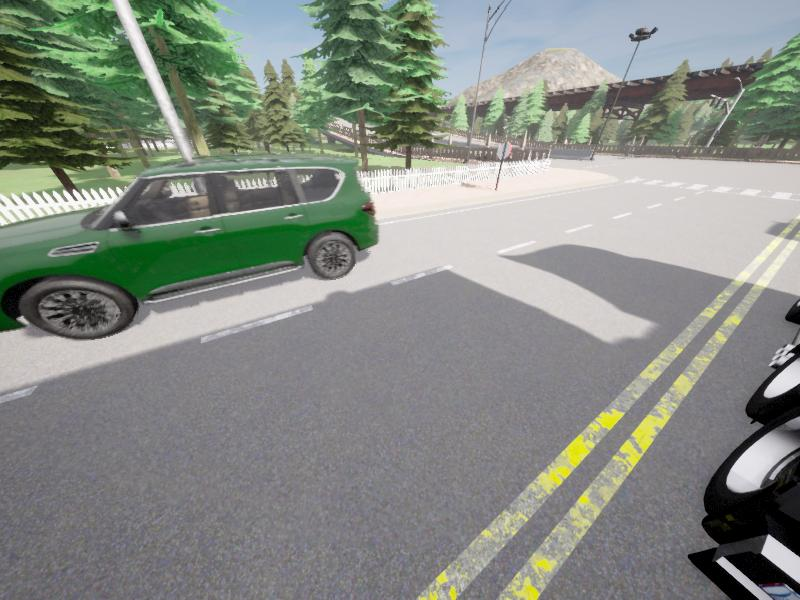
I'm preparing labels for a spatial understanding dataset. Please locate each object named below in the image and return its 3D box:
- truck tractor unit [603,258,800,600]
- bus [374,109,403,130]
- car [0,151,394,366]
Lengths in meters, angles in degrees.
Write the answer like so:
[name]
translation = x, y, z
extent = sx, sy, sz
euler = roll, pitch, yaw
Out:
[truck tractor unit]
translation = 5.099, -0.313, 0.797
extent = 6.516, 4.208, 3.053
euler = -19, 39, -25
[bus]
translation = -3.784, -55.850, 71.391
extent = 3.944, 4.253, 10.273
euler = -20, 47, -26
[car]
translation = -3.081, -1.330, 4.094
extent = 5.566, 2.045, 2.150
euler = -18, 39, -24
